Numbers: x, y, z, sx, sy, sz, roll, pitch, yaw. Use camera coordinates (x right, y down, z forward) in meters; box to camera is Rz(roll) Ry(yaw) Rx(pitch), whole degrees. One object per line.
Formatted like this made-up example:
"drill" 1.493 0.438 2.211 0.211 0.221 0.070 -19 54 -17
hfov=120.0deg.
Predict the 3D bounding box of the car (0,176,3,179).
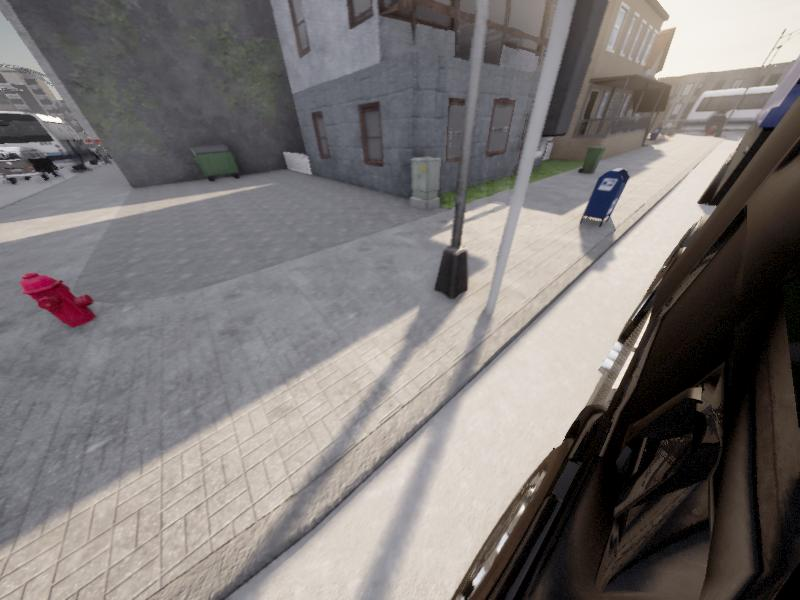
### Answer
"car" -32.113 -9.230 16.803 1.994 1.385 4.181 -29 44 -31

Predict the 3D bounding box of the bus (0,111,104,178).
"bus" -33.155 -14.680 21.732 3.944 4.253 10.273 -28 44 -30

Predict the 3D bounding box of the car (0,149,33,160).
"car" -75.491 -28.203 44.794 4.181 1.385 1.994 -29 44 -30

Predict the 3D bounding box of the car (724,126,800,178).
"car" 16.829 -6.768 10.362 4.514 1.525 2.007 -28 44 -30

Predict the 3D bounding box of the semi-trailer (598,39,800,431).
"semi-trailer" 8.707 -3.597 4.222 14.254 4.402 2.717 -28 44 -30

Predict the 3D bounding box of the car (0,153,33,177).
"car" -36.314 -12.178 20.854 1.882 1.535 5.008 -28 44 -30

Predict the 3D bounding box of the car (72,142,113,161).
"car" -44.060 -21.436 33.257 2.150 2.045 5.566 -28 44 -30

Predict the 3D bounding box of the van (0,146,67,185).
"van" -27.171 -9.840 16.738 2.069 2.038 4.480 -28 43 -30

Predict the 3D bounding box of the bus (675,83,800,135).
"bus" 40.712 -21.798 26.660 3.944 4.253 10.273 -28 44 -30

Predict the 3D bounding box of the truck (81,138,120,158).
"truck" -48.794 -24.931 37.859 2.627 2.467 5.204 -29 44 -31

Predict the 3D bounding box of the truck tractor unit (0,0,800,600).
"truck tractor unit" 2.645 -0.295 0.352 6.516 4.208 3.053 -28 44 -30
